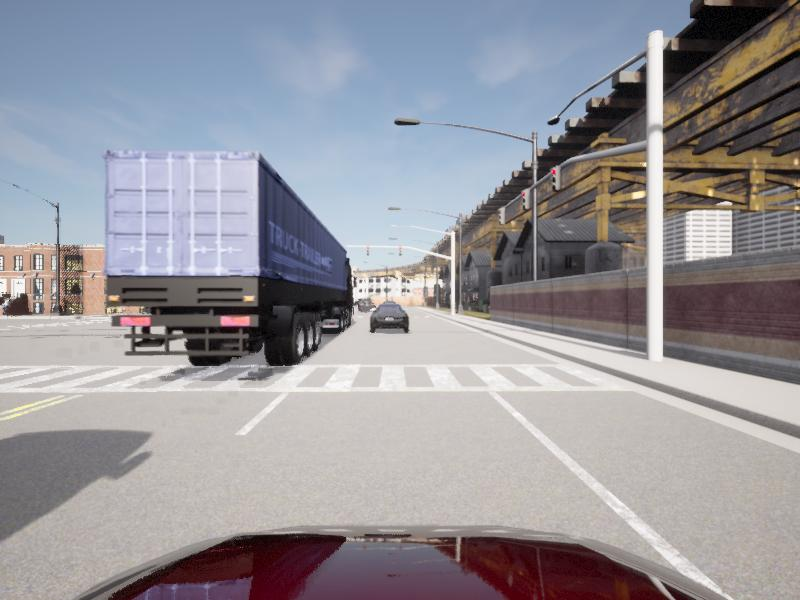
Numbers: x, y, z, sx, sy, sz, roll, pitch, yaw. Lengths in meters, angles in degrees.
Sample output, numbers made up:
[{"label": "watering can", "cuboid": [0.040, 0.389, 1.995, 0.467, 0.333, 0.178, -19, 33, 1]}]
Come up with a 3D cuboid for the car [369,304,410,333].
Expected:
[{"label": "car", "cuboid": [-0.557, 0.907, 21.376, 1.994, 1.385, 4.181, 0, 0, -2]}]

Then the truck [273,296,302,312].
[{"label": "truck", "cuboid": [-15.443, 0.542, 55.123, 2.390, 2.098, 6.274, 0, 0, -1]}]

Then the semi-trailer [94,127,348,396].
[{"label": "semi-trailer", "cuboid": [-3.844, -0.618, 13.708, 2.717, 4.402, 14.254, 0, 0, -2]}]

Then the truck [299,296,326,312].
[{"label": "truck", "cuboid": [-11.939, 0.542, 55.036, 2.390, 2.098, 6.274, 0, 0, -1]}]

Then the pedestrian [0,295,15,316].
[{"label": "pedestrian", "cuboid": [-35.125, 0.485, 35.723, 0.751, 1.860, 0.751, 0, 0, 9]}]

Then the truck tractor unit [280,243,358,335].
[{"label": "truck tractor unit", "cuboid": [-4.069, -0.522, 21.618, 3.053, 4.208, 6.516, 0, 0, -2]}]

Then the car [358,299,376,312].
[{"label": "car", "cuboid": [-4.602, 0.756, 55.383, 2.242, 1.667, 4.611, 0, 0, -6]}]
